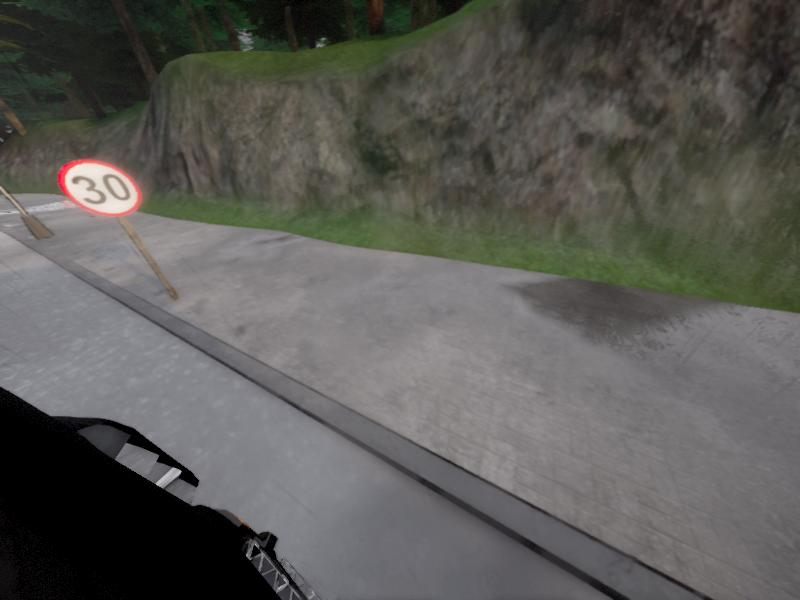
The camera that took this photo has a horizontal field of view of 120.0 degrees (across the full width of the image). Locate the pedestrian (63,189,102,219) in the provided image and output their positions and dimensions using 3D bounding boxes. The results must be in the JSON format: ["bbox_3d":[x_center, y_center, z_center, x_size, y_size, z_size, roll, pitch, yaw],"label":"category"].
[{"bbox_3d":[-13.640,-4.133,9.950,0.500,1.100,0.500,26,43,36],"label":"pedestrian"}]
